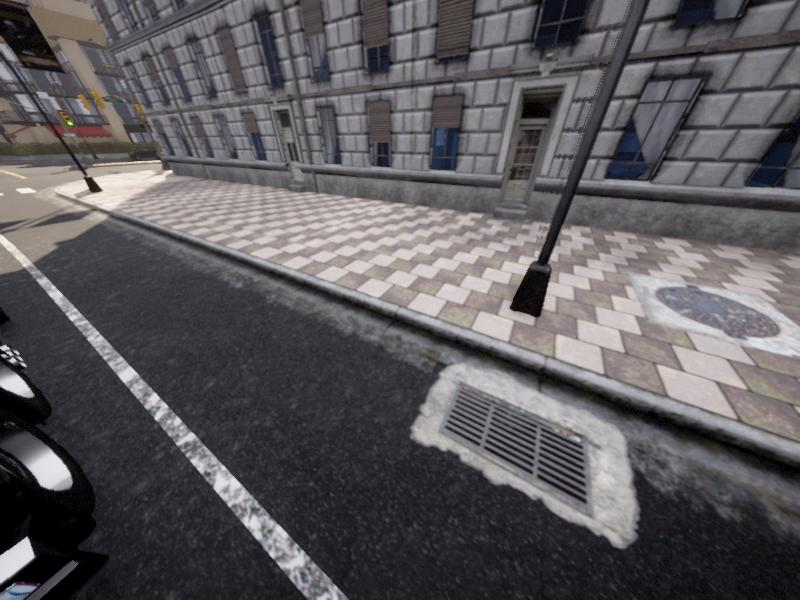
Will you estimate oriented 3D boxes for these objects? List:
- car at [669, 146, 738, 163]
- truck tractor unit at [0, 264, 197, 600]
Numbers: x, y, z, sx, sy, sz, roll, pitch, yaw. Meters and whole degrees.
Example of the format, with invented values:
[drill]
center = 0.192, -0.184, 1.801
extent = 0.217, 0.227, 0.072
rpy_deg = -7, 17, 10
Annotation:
[car]
center = 35.431, -17.202, 27.162
extent = 1.812, 1.442, 4.674
rpy_deg = -25, 42, -31
[truck tractor unit]
center = -5.109, -0.304, 0.774
extent = 6.516, 4.208, 3.053
rpy_deg = 18, 39, 24
